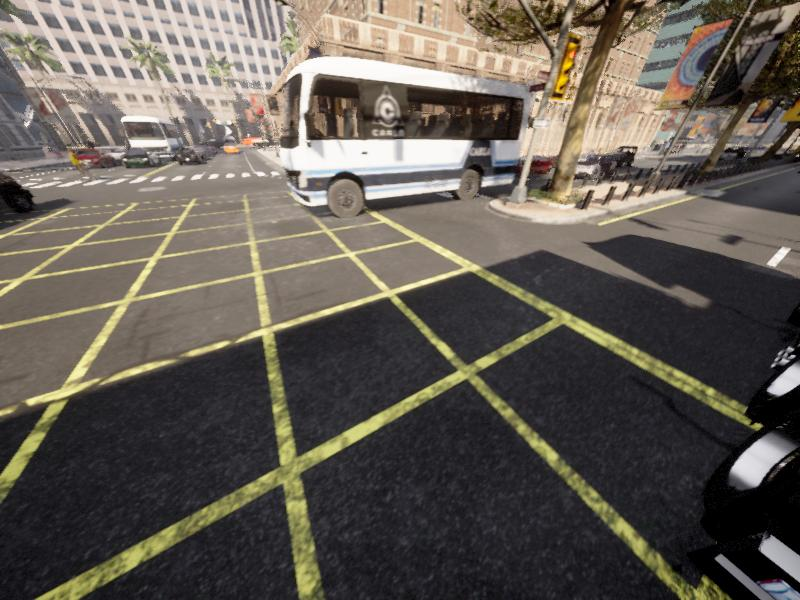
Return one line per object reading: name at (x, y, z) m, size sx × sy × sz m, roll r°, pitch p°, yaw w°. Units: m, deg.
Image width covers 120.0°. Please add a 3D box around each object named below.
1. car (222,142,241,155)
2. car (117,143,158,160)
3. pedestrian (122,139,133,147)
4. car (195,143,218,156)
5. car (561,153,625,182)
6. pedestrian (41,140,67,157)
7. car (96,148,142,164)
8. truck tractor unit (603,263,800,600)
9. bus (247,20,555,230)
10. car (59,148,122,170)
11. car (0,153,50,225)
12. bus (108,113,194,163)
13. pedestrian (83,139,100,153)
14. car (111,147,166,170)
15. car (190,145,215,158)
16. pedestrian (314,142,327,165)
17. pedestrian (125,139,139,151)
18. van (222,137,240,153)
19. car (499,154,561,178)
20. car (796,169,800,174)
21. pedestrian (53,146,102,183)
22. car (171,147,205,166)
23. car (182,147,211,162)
car at (-29.304, -26.463, 40.231) m, size 2.097 × 1.767 × 4.553 m, roll -18°, pitch 39°, yaw -24°
car at (-34.875, -19.927, 30.874) m, size 2.242 × 1.667 × 4.611 m, roll -18°, pitch 39°, yaw -24°
pedestrian at (-72.689, -41.884, 61.608) m, size 0.751 × 1.860 × 0.751 m, roll -3°, pitch 35°, yaw -6°
car at (-32.473, -25.503, 38.967) m, size 2.152 × 1.651 × 5.027 m, roll -18°, pitch 39°, yaw -24°
car at (13.877, -9.625, 16.673) m, size 3.633 × 1.501 × 1.845 m, roll -18°, pitch 39°, yaw -24°
pedestrian at (-43.391, -19.017, 29.000) m, size 0.751 × 1.860 × 0.751 m, roll -8°, pitch 36°, yaw -12°
car at (-31.385, -16.273, 25.979) m, size 1.895 × 1.301 × 4.718 m, roll -18°, pitch 39°, yaw -25°
truck tractor unit at (5.109, -0.301, 0.794) m, size 6.516 × 4.208 × 3.053 m, roll -18°, pitch 39°, yaw -24°
bus at (0.508, -6.308, 9.376) m, size 10.273 × 4.253 × 3.944 m, roll -18°, pitch 39°, yaw -24°
car at (-27.930, -12.943, 21.094) m, size 1.812 × 1.442 × 4.674 m, roll -18°, pitch 39°, yaw -25°
car at (-13.633, -3.057, 6.638) m, size 1.932 × 1.855 × 4.605 m, roll -18°, pitch 38°, yaw -25°
bus at (-29.395, -19.649, 28.269) m, size 3.944 × 4.253 × 10.273 m, roll -18°, pitch 39°, yaw -24°
pedestrian at (-50.543, -25.233, 37.873) m, size 0.751 × 1.860 × 0.751 m, roll -19°, pitch 39°, yaw -25°
car at (-24.372, -13.439, 21.768) m, size 2.038 × 1.542 × 4.974 m, roll -18°, pitch 39°, yaw -25°
car at (-28.860, -21.832, 33.921) m, size 2.033 × 1.411 × 5.357 m, roll -18°, pitch 39°, yaw -24°
pedestrian at (-7.867, -14.546, 22.934) m, size 0.751 × 1.860 × 0.751 m, roll -18°, pitch 39°, yaw -24°
pedestrian at (-49.778, -28.686, 42.850) m, size 0.751 × 1.860 × 0.751 m, roll -10°, pitch 36°, yaw -14°
van at (-32.894, -30.335, 45.114) m, size 1.988 × 2.561 × 5.915 m, roll -18°, pitch 39°, yaw -24°
car at (10.277, -10.684, 18.304) m, size 4.181 × 1.385 × 1.994 m, roll -18°, pitch 39°, yaw -24°
car at (38.330, -12.307, 20.693) m, size 5.238 × 1.638 × 1.930 m, roll -19°, pitch 39°, yaw -25°
pedestrian at (-19.372, -8.195, 13.940) m, size 0.751 × 1.860 × 0.751 m, roll -18°, pitch 39°, yaw -25°
car at (-22.052, -15.086, 24.212) m, size 1.816 × 1.474 × 4.193 m, roll -18°, pitch 39°, yaw -25°
car at (-25.311, -18.240, 28.874) m, size 1.895 × 1.301 × 4.718 m, roll -18°, pitch 39°, yaw -24°
